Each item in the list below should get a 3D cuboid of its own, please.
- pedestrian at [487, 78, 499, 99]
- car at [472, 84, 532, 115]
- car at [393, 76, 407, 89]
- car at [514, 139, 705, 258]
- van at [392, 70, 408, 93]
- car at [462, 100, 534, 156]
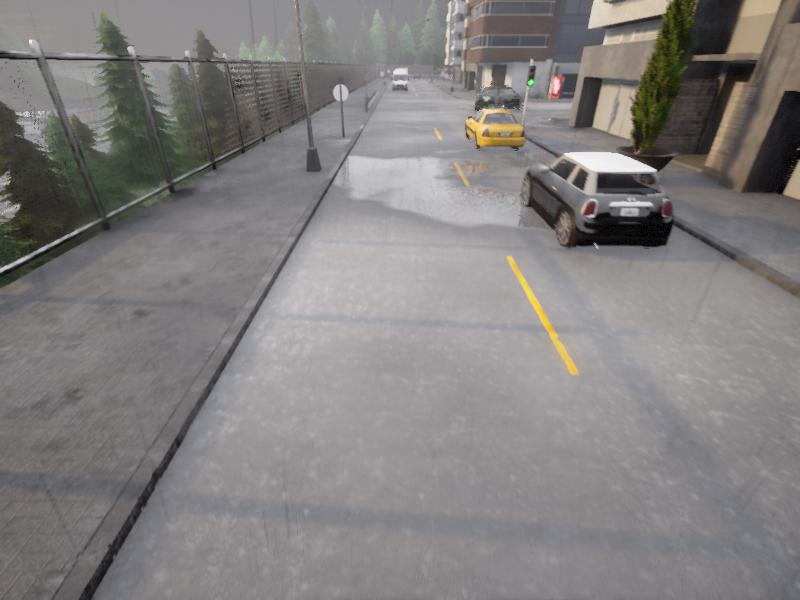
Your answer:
[{"bbox_3d":[9.297,-21.201,40.073,0.751,1.860,0.751,-12,32,-19],"label":"pedestrian"},{"bbox_3d":[7.748,-15.258,30.264,2.097,1.767,4.553,26,39,36],"label":"car"},{"bbox_3d":[0.026,-33.803,62.091,2.152,1.651,5.027,0,30,0],"label":"car"},{"bbox_3d":[4.005,-2.365,8.565,1.970,1.475,3.806,0,30,0],"label":"car"},{"bbox_3d":[0.018,-29.167,53.247,1.988,2.561,5.915,0,30,0],"label":"van"},{"bbox_3d":[4.006,-7.607,17.412,1.801,1.575,5.366,0,30,0],"label":"car"}]
